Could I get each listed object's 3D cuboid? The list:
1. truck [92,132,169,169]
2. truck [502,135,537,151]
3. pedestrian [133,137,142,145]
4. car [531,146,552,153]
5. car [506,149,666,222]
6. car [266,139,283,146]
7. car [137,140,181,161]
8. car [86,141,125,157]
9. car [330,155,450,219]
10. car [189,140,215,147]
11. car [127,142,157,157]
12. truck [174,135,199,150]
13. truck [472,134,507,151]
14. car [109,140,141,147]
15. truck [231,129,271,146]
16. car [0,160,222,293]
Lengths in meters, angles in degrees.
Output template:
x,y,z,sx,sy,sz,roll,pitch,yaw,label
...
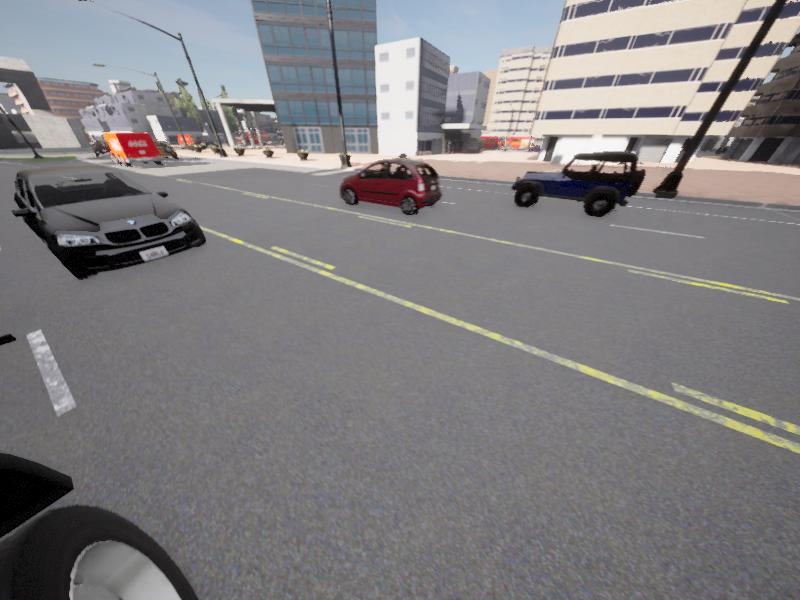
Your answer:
x,y,z,sx,sy,sz,roll,pitch,yaw,label
-23.984,-13.444,20.637,5.204,2.467,2.627,20,40,26,truck
35.984,-47.598,69.851,8.468,3.827,2.891,20,40,24,truck
-68.254,-41.328,60.048,0.751,1.860,0.751,-15,38,-20,pedestrian
36.845,-39.262,60.166,4.193,1.474,1.816,19,39,24,car
6.438,-4.425,8.609,3.866,1.878,1.905,20,40,26,car
-37.397,-46.936,68.875,1.851,1.617,3.988,19,39,25,car
-27.181,-16.926,26.061,4.605,1.855,1.932,22,41,29,car
-40.149,-20.784,31.647,2.152,1.651,5.027,-24,42,-31,car
-0.430,-4.447,8.826,3.988,1.617,1.851,20,40,26,car
-50.754,-40.271,59.319,4.892,1.490,1.837,-23,42,-30,car
-34.091,-19.911,30.523,3.705,1.549,1.789,26,43,32,car
-43.932,-32.696,47.785,2.627,2.467,5.204,-20,40,-26,truck
26.220,-46.360,67.828,8.468,3.827,2.891,20,40,24,truck
-67.397,-38.442,56.626,4.674,1.442,1.812,-8,36,-12,car
-42.685,-46.769,66.592,2.891,3.827,8.468,23,41,28,truck
-6.843,-2.057,5.321,4.611,1.667,2.242,20,40,26,car
